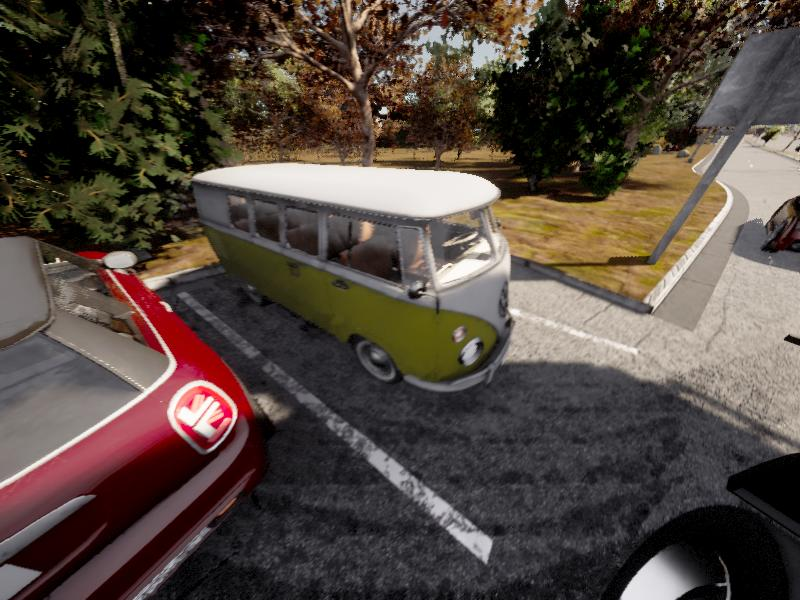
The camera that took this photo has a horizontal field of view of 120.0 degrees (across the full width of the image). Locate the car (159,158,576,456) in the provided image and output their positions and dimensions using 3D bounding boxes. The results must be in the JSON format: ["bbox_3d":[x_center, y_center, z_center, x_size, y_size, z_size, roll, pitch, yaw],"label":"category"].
[{"bbox_3d":[-0.737,-0.634,3.101,4.442,1.987,1.878,21,40,29],"label":"car"}]

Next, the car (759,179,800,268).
[{"bbox_3d":[10.241,-1.766,5.144,4.181,1.385,1.994,-24,42,-30],"label":"car"}]

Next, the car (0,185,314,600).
[{"bbox_3d":[-3.226,0.416,1.806,4.553,1.767,2.185,21,41,29],"label":"car"}]
